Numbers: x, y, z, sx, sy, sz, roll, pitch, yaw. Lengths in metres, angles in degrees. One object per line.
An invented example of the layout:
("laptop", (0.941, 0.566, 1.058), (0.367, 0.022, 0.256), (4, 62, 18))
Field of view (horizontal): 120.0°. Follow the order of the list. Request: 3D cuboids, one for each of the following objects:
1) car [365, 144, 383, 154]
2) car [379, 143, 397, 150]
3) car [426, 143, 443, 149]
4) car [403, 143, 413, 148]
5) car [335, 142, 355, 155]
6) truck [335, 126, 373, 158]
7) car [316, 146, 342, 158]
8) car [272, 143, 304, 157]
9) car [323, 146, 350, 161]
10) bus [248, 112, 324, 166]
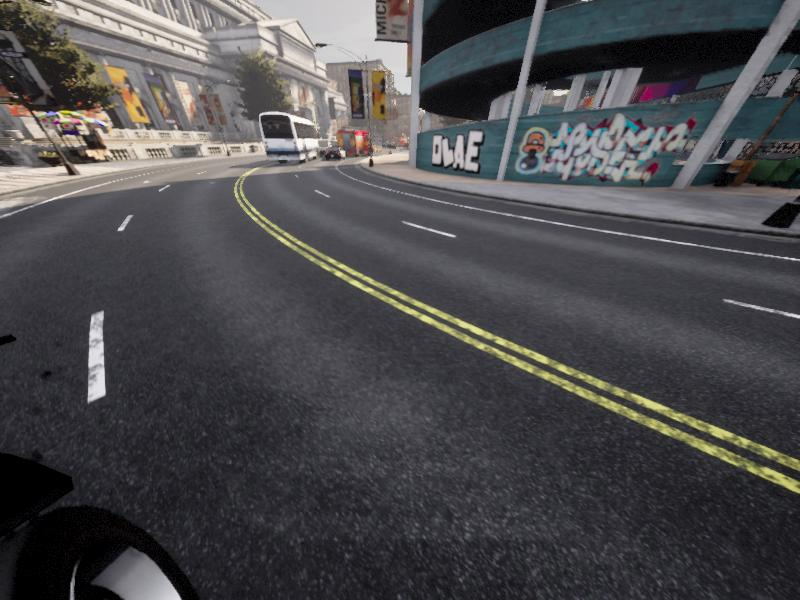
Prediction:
("car", (-5.020, -29.540, 45.167), (1.801, 1.575, 5.366), (8, 35, 10))
("car", (-3.435, -44.742, 67.199), (2.128, 1.511, 4.902), (28, 43, 34))
("car", (11.240, -49.987, 75.043), (4.892, 1.490, 1.837), (13, 37, 17))
("car", (2.868, -55.237, 82.445), (2.007, 1.525, 4.514), (-11, 36, -16))
("car", (-9.688, -26.809, 40.869), (1.905, 1.878, 3.866), (7, 35, 9))
("truck", (-6.978, -25.324, 37.075), (2.891, 3.827, 8.468), (7, 35, 9))
("car", (-10.950, -23.050, 35.944), (1.895, 1.301, 4.718), (6, 35, 8))
("car", (-17.876, -24.178, 37.120), (2.242, 1.667, 4.611), (7, 35, 9))
("car", (-8.327, -19.521, 30.690), (2.038, 1.542, 4.974), (2, 35, 2))
("bus", (-12.121, -18.224, 26.361), (3.944, 4.253, 10.273), (-2, 35, -4))
